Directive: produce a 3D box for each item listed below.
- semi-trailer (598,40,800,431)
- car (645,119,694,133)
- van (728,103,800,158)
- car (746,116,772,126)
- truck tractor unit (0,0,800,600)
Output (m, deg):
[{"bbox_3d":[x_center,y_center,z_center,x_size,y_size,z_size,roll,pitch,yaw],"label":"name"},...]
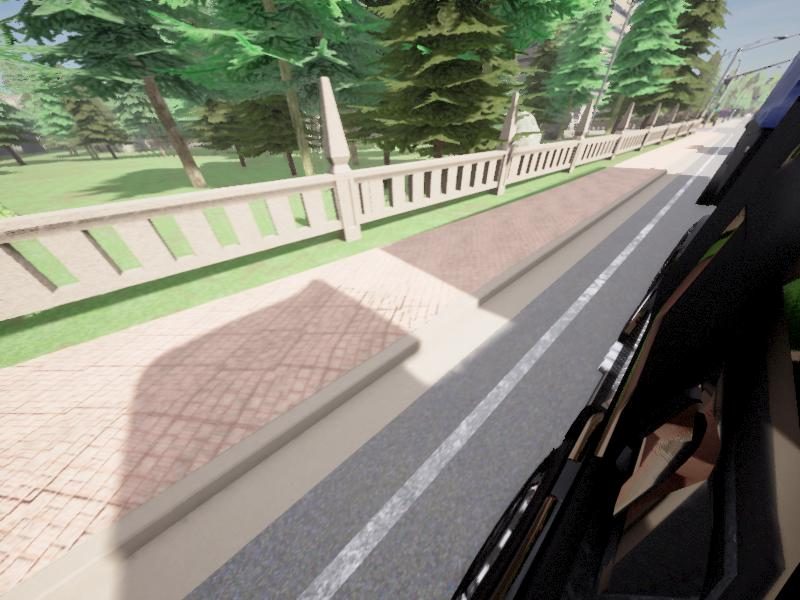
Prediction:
[{"bbox_3d":[8.692,-3.604,4.242,14.254,4.402,2.717,-28,44,-30],"label":"semi-trailer"},{"bbox_3d":[41.596,-26.833,35.733,2.007,1.525,4.514,-28,44,-30],"label":"car"},{"bbox_3d":[23.664,-10.781,14.590,6.366,2.431,2.351,-28,44,-30],"label":"van"},{"bbox_3d":[66.646,-33.292,42.924,5.357,1.411,2.033,-28,44,-30],"label":"car"},{"bbox_3d":[2.645,-0.295,0.351,6.516,4.208,3.053,-28,44,-30],"label":"truck tractor unit"}]
